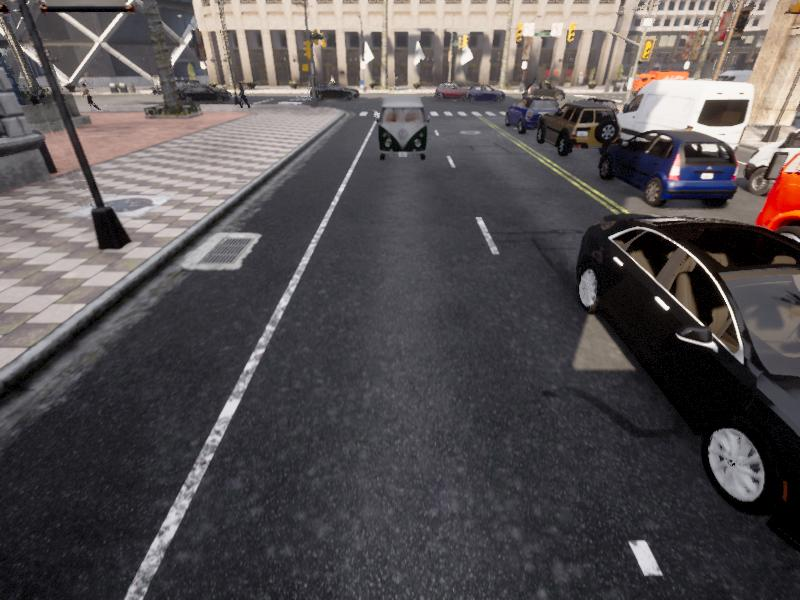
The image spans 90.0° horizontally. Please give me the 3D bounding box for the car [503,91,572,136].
[{"bbox_3d":[7.162,-10.075,21.436,2.097,1.767,4.553,0,30,1],"label":"car"}]

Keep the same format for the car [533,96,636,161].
[{"bbox_3d":[7.138,-7.055,16.192,1.932,1.855,4.605,0,30,0],"label":"car"}]

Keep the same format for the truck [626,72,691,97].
[{"bbox_3d":[29.686,-24.911,46.124,5.204,2.467,2.627,0,30,1],"label":"truck"}]

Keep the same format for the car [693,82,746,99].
[{"bbox_3d":[34.525,-22.686,43.306,3.806,1.475,1.970,0,30,1],"label":"car"}]

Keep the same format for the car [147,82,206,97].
[{"bbox_3d":[-25.726,-24.372,46.247,5.357,1.411,2.033,-6,31,-9],"label":"car"}]

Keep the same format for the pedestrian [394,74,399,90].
[{"bbox_3d":[-0.459,-29.332,53.927,0.751,1.860,0.751,0,30,0],"label":"pedestrian"}]

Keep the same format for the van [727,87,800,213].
[{"bbox_3d":[10.569,-2.961,8.543,1.988,2.561,5.915,0,30,0],"label":"van"}]

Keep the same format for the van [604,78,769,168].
[{"bbox_3d":[10.641,-7.197,15.784,1.988,2.561,5.915,0,30,0],"label":"van"}]

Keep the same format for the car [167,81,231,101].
[{"bbox_3d":[-20.233,-21.101,40.425,5.238,1.638,1.930,-2,30,-5],"label":"car"}]

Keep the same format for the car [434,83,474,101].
[{"bbox_3d":[5.401,-21.086,40.568,3.806,1.475,1.970,0,30,0],"label":"car"}]

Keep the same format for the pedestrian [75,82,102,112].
[{"bbox_3d":[-22.106,-14.399,28.406,0.751,1.860,0.751,-6,31,-10],"label":"pedestrian"}]

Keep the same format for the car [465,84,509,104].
[{"bbox_3d":[8.064,-19.330,37.510,3.633,1.501,1.845,1,30,0],"label":"car"}]

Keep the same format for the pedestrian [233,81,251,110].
[{"bbox_3d":[-11.781,-15.283,29.918,0.751,1.860,0.751,-19,35,-29],"label":"pedestrian"}]

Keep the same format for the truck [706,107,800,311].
[{"bbox_3d":[7.029,-0.622,4.614,2.627,2.467,5.204,0,30,0],"label":"truck"}]

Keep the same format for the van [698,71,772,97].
[{"bbox_3d":[38.412,-24.909,46.012,5.915,2.561,1.988,0,30,1],"label":"van"}]

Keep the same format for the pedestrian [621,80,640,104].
[{"bbox_3d":[21.133,-19.057,36.674,0.751,1.860,0.751,-7,31,-11],"label":"pedestrian"}]

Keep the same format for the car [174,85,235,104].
[{"bbox_3d":[-18.269,-19.307,37.555,4.674,1.442,1.812,-1,30,-2],"label":"car"}]

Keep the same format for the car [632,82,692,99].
[{"bbox_3d":[28.284,-22.725,43.367,4.792,1.488,2.163,0,30,1],"label":"car"}]

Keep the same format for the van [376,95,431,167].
[{"bbox_3d":[0.109,-6.626,15.349,1.775,1.987,4.442,0,30,0],"label":"van"}]

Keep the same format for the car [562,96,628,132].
[{"bbox_3d":[10.673,-10.381,22.221,1.845,1.501,3.633,0,30,1],"label":"car"}]

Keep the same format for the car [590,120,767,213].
[{"bbox_3d":[7.087,-3.771,10.849,1.851,1.617,3.988,0,30,0],"label":"car"}]

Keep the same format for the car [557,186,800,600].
[{"bbox_3d":[3.519,0.192,4.190,1.837,1.490,4.892,0,30,0],"label":"car"}]

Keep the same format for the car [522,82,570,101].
[{"bbox_3d":[14.648,-21.090,40.447,3.988,1.617,1.851,0,30,1],"label":"car"}]

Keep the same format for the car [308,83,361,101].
[{"bbox_3d":[-6.572,-21.155,40.648,4.902,1.511,2.128,0,30,0],"label":"car"}]
